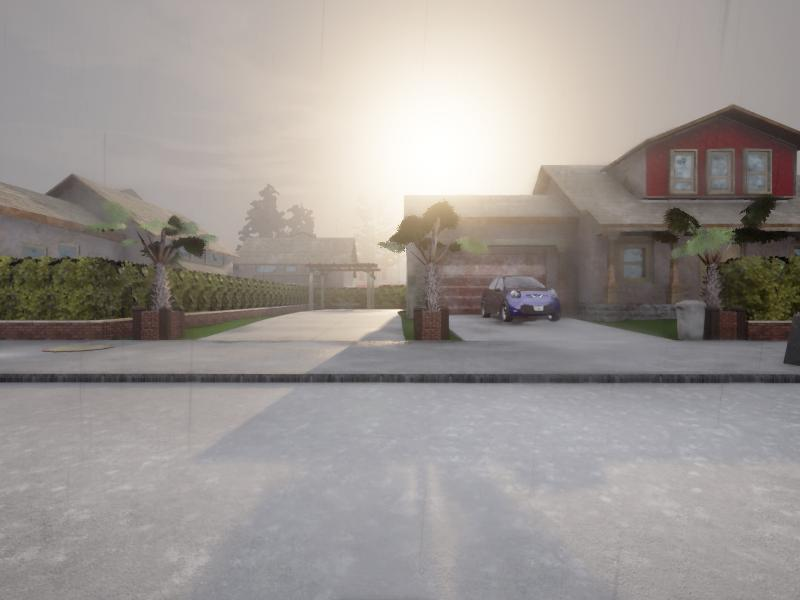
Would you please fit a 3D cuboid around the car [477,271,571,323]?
[{"bbox_3d":[3.891,-0.082,13.247,1.845,1.501,3.633,0,0,-3],"label":"car"}]

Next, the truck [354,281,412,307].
[{"bbox_3d":[-2.477,-0.921,60.272,8.468,3.827,2.891,0,0,0],"label":"truck"}]
